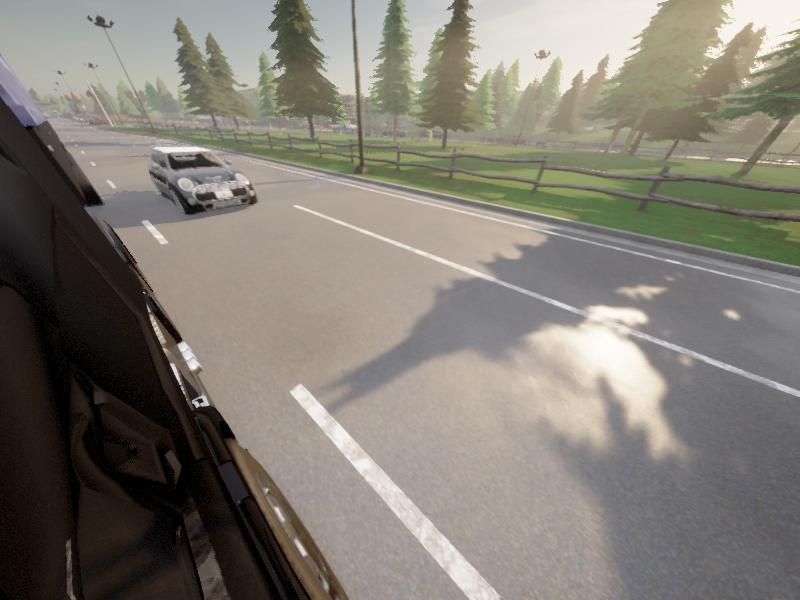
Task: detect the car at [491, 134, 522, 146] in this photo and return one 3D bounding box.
[{"bbox_3d":[21.059,-31.718,45.793,4.856,1.649,2.033,28,44,30],"label":"car"}]

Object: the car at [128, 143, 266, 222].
[{"bbox_3d":[-6.280,-3.837,7.186,3.806,1.475,1.970,28,44,30],"label":"car"}]

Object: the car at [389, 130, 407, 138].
[{"bbox_3d":[-0.583,-43.207,60.099,4.514,1.525,2.007,28,44,30],"label":"car"}]

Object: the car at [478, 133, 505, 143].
[{"bbox_3d":[20.923,-37.292,53.223,5.238,1.638,1.930,28,44,30],"label":"car"}]

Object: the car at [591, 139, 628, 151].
[{"bbox_3d":[40.097,-29.768,44.287,5.008,1.535,1.882,28,44,30],"label":"car"}]

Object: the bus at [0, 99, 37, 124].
[{"bbox_3d":[-87.975,-42.892,52.675,10.273,4.253,3.944,28,44,30],"label":"bus"}]

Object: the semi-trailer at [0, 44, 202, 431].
[{"bbox_3d":[-8.703,-3.580,4.252,14.254,4.402,2.717,28,44,30],"label":"semi-trailer"}]

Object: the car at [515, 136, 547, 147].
[{"bbox_3d":[26.167,-31.702,46.128,4.974,1.542,2.038,28,44,30],"label":"car"}]

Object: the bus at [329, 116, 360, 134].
[{"bbox_3d":[-17.883,-56.218,74.249,10.273,4.253,3.944,28,44,30],"label":"bus"}]

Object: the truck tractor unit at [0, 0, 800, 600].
[{"bbox_3d":[-2.645,-0.295,0.351,6.516,4.208,3.053,28,44,30],"label":"truck tractor unit"}]
